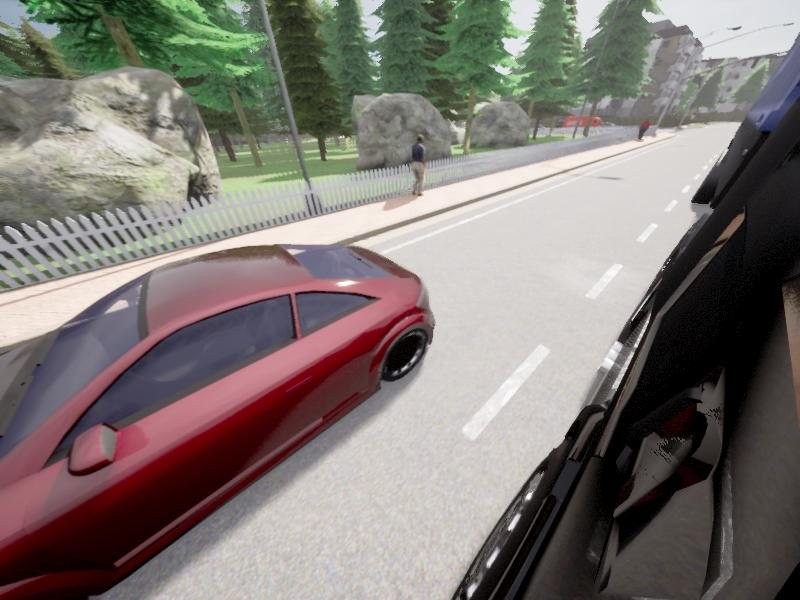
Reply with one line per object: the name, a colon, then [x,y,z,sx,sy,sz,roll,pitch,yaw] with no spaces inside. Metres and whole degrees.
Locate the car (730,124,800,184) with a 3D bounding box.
car: [16.161,-6.365,9.807,5.366,1.575,1.801,-30,45,-30]

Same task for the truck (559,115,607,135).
truck: [30.711,-29.527,39.007,2.627,2.467,5.204,-27,43,-29]

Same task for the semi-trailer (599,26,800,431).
semi-trailer: [8.616,-3.669,4.293,14.254,4.402,2.717,-29,43,-30]

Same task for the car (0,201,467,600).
car: [-1.627,0.445,2.028,4.181,1.385,1.994,-28,44,-30]

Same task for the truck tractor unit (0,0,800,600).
truck tractor unit: [2.645,-0.295,0.351,6.516,4.208,3.053,-28,44,-30]

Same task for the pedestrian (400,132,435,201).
pedestrian: [0.571,-4.403,7.650,0.751,1.860,0.751,-29,44,-30]

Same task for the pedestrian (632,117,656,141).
pedestrian: [23.310,-16.316,22.075,0.751,1.860,0.751,-28,44,-30]

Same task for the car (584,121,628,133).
car: [34.996,-29.429,39.398,2.128,1.511,4.902,-27,43,-29]

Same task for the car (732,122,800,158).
car: [22.569,-9.778,14.007,4.792,1.488,2.163,-28,44,-30]
